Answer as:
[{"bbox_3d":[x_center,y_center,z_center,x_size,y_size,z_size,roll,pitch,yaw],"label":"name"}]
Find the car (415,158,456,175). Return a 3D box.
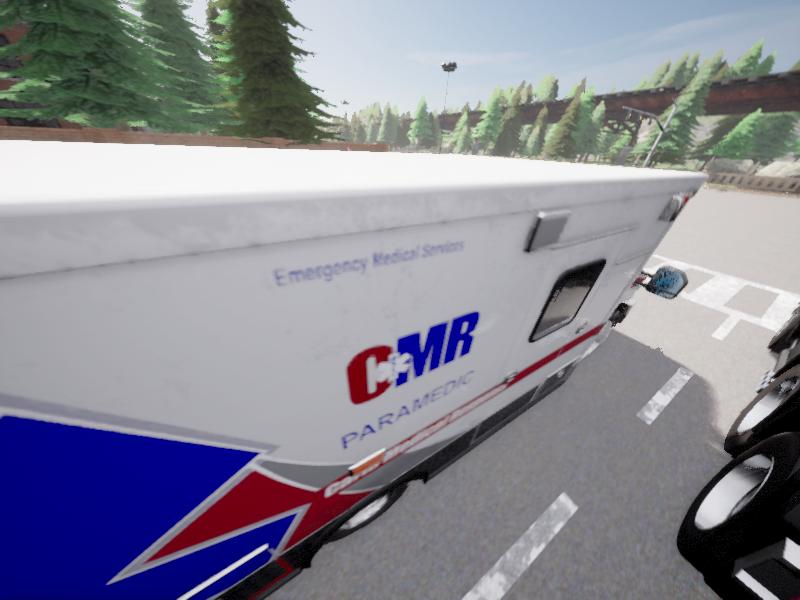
[{"bbox_3d":[4.088,-16.101,27.761,2.033,1.411,5.357,-15,38,-25],"label":"car"}]

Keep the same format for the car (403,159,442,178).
[{"bbox_3d":[2.301,-13.950,24.419,1.994,1.385,4.181,-15,38,-25],"label":"car"}]

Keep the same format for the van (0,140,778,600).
[{"bbox_3d":[0.485,-0.099,2.502,6.366,2.431,2.351,-16,38,-26],"label":"van"}]

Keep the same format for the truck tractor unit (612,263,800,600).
[{"bbox_3d":[5.189,-0.149,1.042,6.516,4.208,3.053,-11,32,-29],"label":"truck tractor unit"}]

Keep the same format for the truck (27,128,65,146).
[{"bbox_3d":[-64.209,-29.612,42.061,5.204,2.467,2.627,30,42,34],"label":"truck"}]

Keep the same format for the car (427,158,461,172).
[{"bbox_3d":[5.792,-18.082,30.886,1.994,1.385,4.181,-17,38,-27],"label":"car"}]

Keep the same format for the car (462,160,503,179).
[{"bbox_3d":[9.244,-14.822,26.139,1.970,1.475,3.806,-15,38,-25],"label":"car"}]

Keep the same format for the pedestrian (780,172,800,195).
[{"bbox_3d":[37.835,-11.135,22.010,0.751,1.860,0.751,-15,37,-24],"label":"pedestrian"}]
